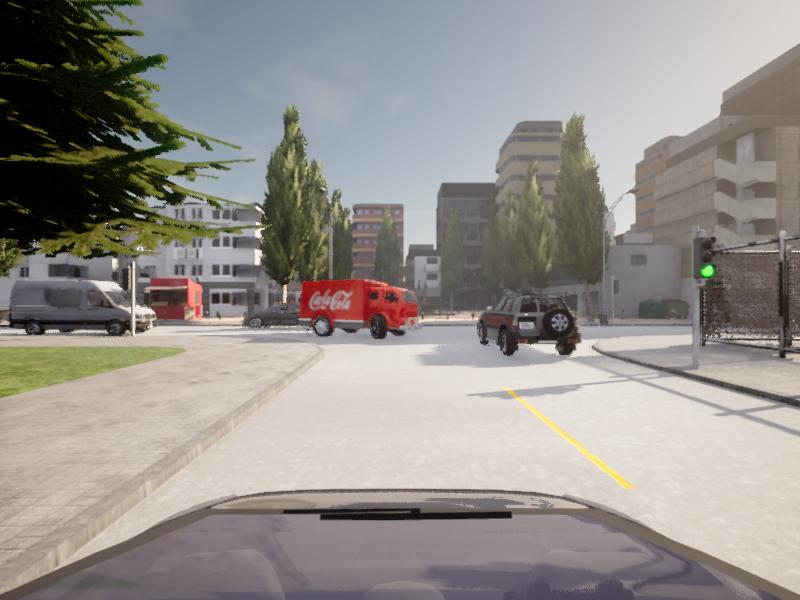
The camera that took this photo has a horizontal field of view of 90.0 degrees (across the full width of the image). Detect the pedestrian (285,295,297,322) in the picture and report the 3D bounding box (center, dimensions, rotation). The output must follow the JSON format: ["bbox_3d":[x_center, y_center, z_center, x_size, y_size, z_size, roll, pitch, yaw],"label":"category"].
[{"bbox_3d":[-7.556,0.594,27.851,0.751,1.860,0.751,0,0,-10],"label":"pedestrian"}]

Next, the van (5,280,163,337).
[{"bbox_3d":[-14.796,0.365,18.977,5.915,2.561,1.988,0,0,0],"label":"van"}]

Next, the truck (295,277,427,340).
[{"bbox_3d":[-1.736,0.399,17.891,5.204,2.467,2.627,0,-3,27],"label":"truck"}]

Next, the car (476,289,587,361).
[{"bbox_3d":[3.867,0.679,12.765,1.932,1.855,4.605,0,-1,-1],"label":"car"}]

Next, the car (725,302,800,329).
[{"bbox_3d":[21.966,0.880,23.280,4.514,1.525,2.007,0,0,-1],"label":"car"}]

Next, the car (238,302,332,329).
[{"bbox_3d":[-6.514,0.895,23.095,4.892,1.490,1.837,0,-1,1],"label":"car"}]
